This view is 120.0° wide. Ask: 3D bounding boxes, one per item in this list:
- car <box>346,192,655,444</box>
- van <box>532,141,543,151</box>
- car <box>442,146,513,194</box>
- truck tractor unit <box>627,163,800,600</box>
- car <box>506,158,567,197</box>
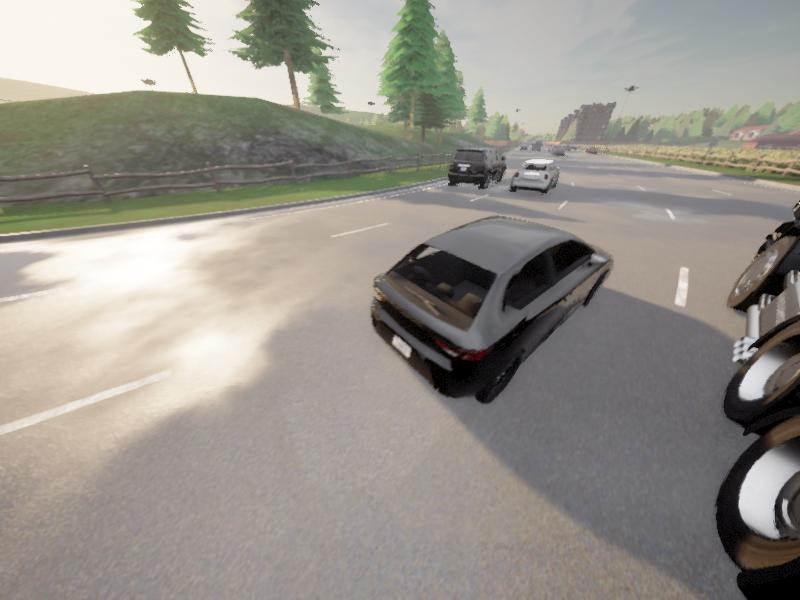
[{"bbox_3d":[1.625,-0.416,3.384,4.193,1.474,1.816,-24,42,-31],"label":"car"},{"bbox_3d":[40.532,-45.392,68.036,1.988,2.561,5.915,15,37,21],"label":"van"},{"bbox_3d":[4.884,-8.161,14.179,2.150,2.045,5.566,22,40,27],"label":"car"},{"bbox_3d":[4.927,-0.451,1.006,6.516,4.208,3.053,-25,42,-31],"label":"truck tractor unit"},{"bbox_3d":[7.768,-7.054,13.069,1.970,1.475,3.806,23,40,29],"label":"car"}]
